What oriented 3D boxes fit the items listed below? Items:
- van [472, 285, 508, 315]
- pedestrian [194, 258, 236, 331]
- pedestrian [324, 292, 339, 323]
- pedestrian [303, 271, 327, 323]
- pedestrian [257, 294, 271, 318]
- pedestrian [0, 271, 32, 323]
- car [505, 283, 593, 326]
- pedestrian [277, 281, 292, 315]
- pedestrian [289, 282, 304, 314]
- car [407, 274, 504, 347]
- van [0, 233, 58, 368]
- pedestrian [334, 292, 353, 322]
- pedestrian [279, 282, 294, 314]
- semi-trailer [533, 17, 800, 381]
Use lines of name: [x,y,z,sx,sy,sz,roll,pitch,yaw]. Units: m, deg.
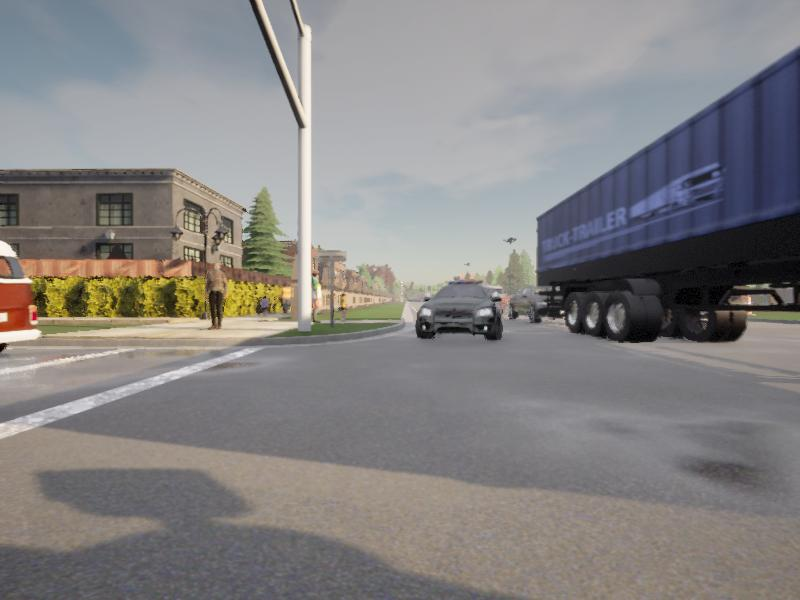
van: [6.550,-0.004,29.594,1.775,1.987,4.442,0,0,1]
pedestrian: [-4.908,-0.143,10.651,0.751,1.860,0.751,0,0,1]
pedestrian: [-2.523,0.267,14.813,0.500,1.100,0.500,0,0,-16]
pedestrian: [-3.121,-0.113,14.653,0.751,1.860,0.751,0,0,-21]
pedestrian: [-6.169,0.268,18.172,0.500,1.100,0.500,0,0,-5]
pedestrian: [-14.422,-0.108,14.881,0.751,1.860,0.751,0,0,1]
car: [6.388,0.179,17.928,2.152,1.651,5.027,0,0,1]
pedestrian: [-6.490,-0.111,22.464,0.751,1.860,0.751,0,0,-23]
pedestrian: [-6.023,-0.111,23.229,0.751,1.860,0.751,0,0,-6]
car: [1.814,0.227,11.193,2.038,1.542,4.974,0,0,15]
van: [-8.284,-0.018,6.009,4.480,2.038,2.069,1,0,-1]
pedestrian: [-2.149,0.267,15.201,0.500,1.100,0.500,0,0,-38]
pedestrian: [-6.700,-0.111,23.619,0.751,1.860,0.751,0,0,-10]
semi-trailer: [6.245,-1.221,7.879,2.717,4.402,14.254,0,0,1]
